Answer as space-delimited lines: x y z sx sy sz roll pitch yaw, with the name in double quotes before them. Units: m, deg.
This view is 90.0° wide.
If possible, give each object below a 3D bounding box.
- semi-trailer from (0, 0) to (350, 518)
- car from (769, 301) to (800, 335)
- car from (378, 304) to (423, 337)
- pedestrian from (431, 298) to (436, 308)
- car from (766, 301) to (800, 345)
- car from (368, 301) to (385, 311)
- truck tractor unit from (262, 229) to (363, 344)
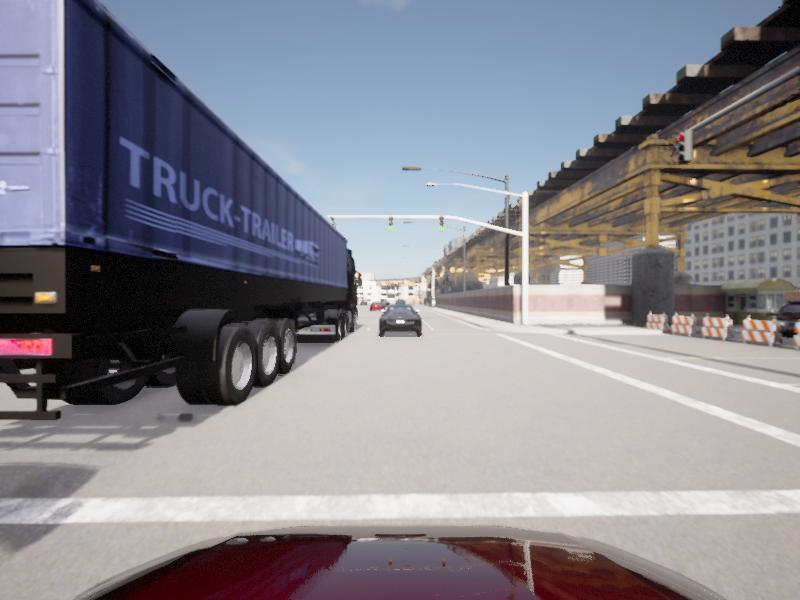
"semi-trailer" -3.637 -0.611 10.047 2.717 4.402 14.254 0 0 1
"car" 15.986 0.648 15.894 1.853 1.218 4.536 0 0 44
"car" 0.020 0.918 19.552 1.994 1.385 4.181 0 0 0
"pedestrian" 6.073 0.525 72.309 0.751 1.860 0.751 0 0 -11
"car" 15.950 0.806 15.856 2.038 1.542 4.974 0 0 44
"car" -3.438 0.884 59.701 2.163 1.488 4.792 0 0 0
"truck tractor unit" -3.506 -0.514 17.960 3.053 4.208 6.516 0 0 1
